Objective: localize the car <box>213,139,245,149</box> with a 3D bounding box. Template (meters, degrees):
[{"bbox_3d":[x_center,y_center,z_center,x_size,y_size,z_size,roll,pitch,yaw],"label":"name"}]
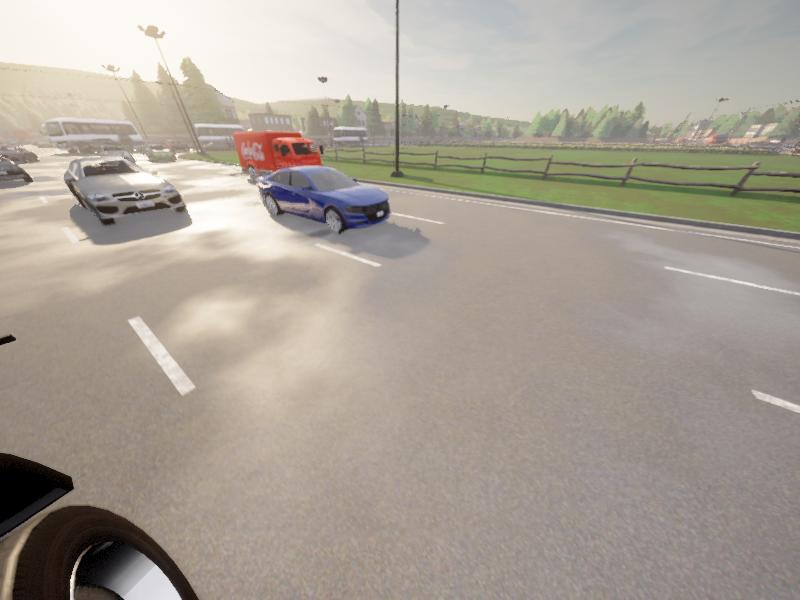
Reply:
[{"bbox_3d":[-35.935,-32.879,48.738,2.242,1.667,4.611,22,41,28],"label":"car"}]

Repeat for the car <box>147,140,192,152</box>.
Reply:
[{"bbox_3d":[-38.880,-26.121,39.137,2.242,1.667,4.611,15,37,20],"label":"car"}]

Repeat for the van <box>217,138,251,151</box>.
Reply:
[{"bbox_3d":[-31.445,-29.642,43.922,1.775,1.987,4.442,22,40,27],"label":"van"}]

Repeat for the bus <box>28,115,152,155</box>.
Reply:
[{"bbox_3d":[-46.965,-25.554,36.011,3.944,4.253,10.273,5,35,11],"label":"bus"}]

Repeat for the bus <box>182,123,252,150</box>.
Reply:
[{"bbox_3d":[-38.755,-35.076,49.588,3.944,4.253,10.273,21,40,27],"label":"bus"}]

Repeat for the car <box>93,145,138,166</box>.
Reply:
[{"bbox_3d":[-27.183,-13.876,22.050,3.806,1.475,1.970,26,43,31],"label":"car"}]

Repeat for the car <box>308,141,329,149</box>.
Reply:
[{"bbox_3d":[-18.973,-36.209,53.879,1.994,1.385,4.181,22,41,27],"label":"car"}]

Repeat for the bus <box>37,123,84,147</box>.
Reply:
[{"bbox_3d":[-79.171,-38.358,53.872,10.273,4.253,3.944,22,41,28],"label":"bus"}]

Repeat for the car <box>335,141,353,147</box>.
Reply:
[{"bbox_3d":[-15.317,-42.769,63.275,1.895,1.301,4.718,22,41,27],"label":"car"}]

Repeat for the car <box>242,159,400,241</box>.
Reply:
[{"bbox_3d":[-2.600,-3.466,7.466,5.008,1.535,1.882,22,41,28],"label":"car"}]

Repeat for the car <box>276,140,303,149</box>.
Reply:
[{"bbox_3d":[-24.718,-35.043,52.047,2.128,1.511,4.902,22,41,27],"label":"car"}]

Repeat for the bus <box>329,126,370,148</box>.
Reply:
[{"bbox_3d":[-12.881,-42.319,60.096,3.944,4.253,10.273,22,41,27],"label":"bus"}]

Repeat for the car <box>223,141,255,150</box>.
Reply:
[{"bbox_3d":[-32.929,-31.759,47.345,2.163,1.488,4.792,22,41,27],"label":"car"}]

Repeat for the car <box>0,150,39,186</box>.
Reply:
[{"bbox_3d":[-22.673,-7.340,12.765,3.705,1.549,1.789,16,38,22],"label":"car"}]

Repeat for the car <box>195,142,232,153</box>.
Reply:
[{"bbox_3d":[-31.313,-25.716,38.892,1.994,1.385,4.181,20,40,25],"label":"car"}]

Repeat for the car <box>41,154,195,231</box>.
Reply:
[{"bbox_3d":[-9.869,-4.010,8.097,5.027,1.651,2.152,22,41,28],"label":"car"}]

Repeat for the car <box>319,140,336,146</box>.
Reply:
[{"bbox_3d":[-22.025,-47.944,70.350,2.007,1.525,4.514,22,40,27],"label":"car"}]

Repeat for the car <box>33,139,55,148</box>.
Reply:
[{"bbox_3d":[-74.998,-33.012,48.650,5.366,1.575,1.801,22,41,28],"label":"car"}]

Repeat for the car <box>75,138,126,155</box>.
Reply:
[{"bbox_3d":[-43.348,-22.383,33.603,1.905,1.878,3.866,-1,35,-1],"label":"car"}]

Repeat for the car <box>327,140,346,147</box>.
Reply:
[{"bbox_3d":[-17.794,-44.359,65.298,1.882,1.535,5.008,22,41,27],"label":"car"}]

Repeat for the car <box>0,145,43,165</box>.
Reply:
[{"bbox_3d":[-37.073,-13.872,22.048,1.994,1.385,4.181,-24,42,-30],"label":"car"}]

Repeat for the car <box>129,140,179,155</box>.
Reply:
[{"bbox_3d":[-36.526,-22.824,34.480,2.242,1.667,4.611,3,35,4],"label":"car"}]

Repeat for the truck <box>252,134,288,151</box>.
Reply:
[{"bbox_3d":[-25.602,-31.171,45.667,2.627,2.467,5.204,22,43,27],"label":"truck"}]

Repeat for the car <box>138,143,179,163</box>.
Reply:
[{"bbox_3d":[-25.896,-15.815,24.768,4.514,1.525,2.007,27,43,32],"label":"car"}]

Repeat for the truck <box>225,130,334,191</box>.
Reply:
[{"bbox_3d":[-6.709,-7.999,13.045,5.204,2.467,2.627,22,41,28],"label":"truck"}]

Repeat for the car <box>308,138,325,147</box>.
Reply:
[{"bbox_3d":[-23.111,-43.637,63.920,1.905,1.878,3.866,22,40,27],"label":"car"}]
